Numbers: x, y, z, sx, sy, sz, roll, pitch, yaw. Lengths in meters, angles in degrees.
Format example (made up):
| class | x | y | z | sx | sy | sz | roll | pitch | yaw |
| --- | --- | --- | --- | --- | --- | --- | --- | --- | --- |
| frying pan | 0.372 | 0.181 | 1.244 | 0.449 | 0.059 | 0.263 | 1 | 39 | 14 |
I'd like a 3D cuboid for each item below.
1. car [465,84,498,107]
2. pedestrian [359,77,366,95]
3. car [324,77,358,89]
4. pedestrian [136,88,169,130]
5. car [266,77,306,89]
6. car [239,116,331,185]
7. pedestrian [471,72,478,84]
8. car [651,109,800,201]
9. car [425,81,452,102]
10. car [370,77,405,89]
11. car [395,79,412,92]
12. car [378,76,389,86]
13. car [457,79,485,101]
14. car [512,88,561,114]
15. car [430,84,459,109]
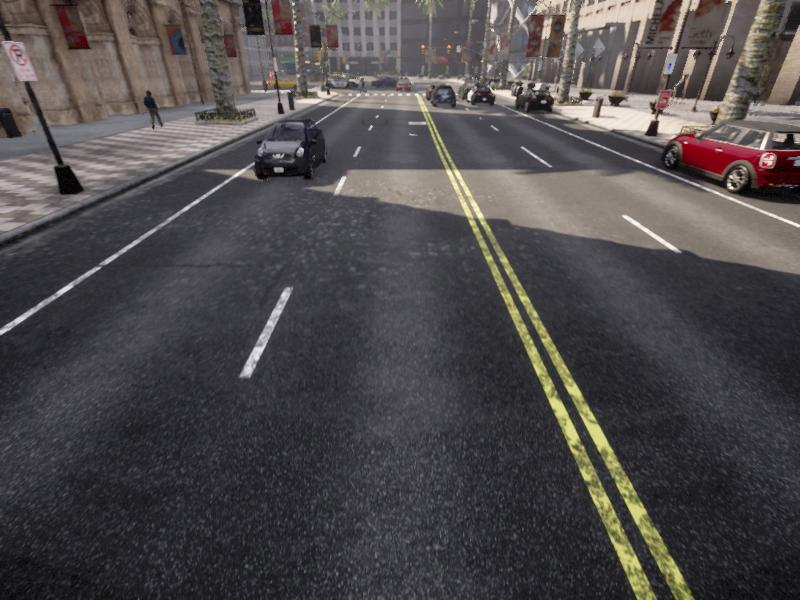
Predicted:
| class | x | y | z | sx | sy | sz | roll | pitch | yaw |
| --- | --- | --- | --- | --- | --- | --- | --- | --- | --- |
| car | 7.281 | -18.597 | 36.274 | 2.038 | 1.542 | 4.974 | 0 | 30 | 0 |
| pedestrian | -4.516 | -25.681 | 48.001 | 0.751 | 1.860 | 0.751 | -5 | 31 | -8 |
| car | -8.868 | -32.888 | 60.693 | 4.974 | 1.542 | 2.038 | -2 | 30 | -4 |
| pedestrian | -12.674 | -9.795 | 20.541 | 0.751 | 1.860 | 0.751 | 0 | 30 | 0 |
| car | -17.095 | -32.739 | 60.383 | 5.366 | 1.575 | 1.801 | 0 | 30 | 0 |
| car | -3.486 | -4.942 | 12.929 | 1.845 | 1.501 | 3.633 | 0 | 30 | 0 |
| pedestrian | 13.656 | -40.492 | 73.028 | 0.751 | 1.860 | 0.751 | -19 | 35 | -29 |
| car | 10.098 | -4.501 | 11.926 | 2.185 | 1.767 | 4.553 | 0 | 30 | 0 |
| car | 3.835 | -21.246 | 40.662 | 2.242 | 1.667 | 4.611 | 0 | 30 | 0 |
| car | -1.965 | -34.667 | 63.873 | 5.357 | 1.411 | 2.033 | -20 | 36 | -30 |
| car | 0.508 | -29.495 | 54.948 | 2.163 | 1.488 | 4.792 | 0 | 30 | 0 |
| car | -2.846 | -38.073 | 69.560 | 1.845 | 1.501 | 3.633 | 0 | 30 | 0 |
| car | 7.346 | -21.877 | 41.619 | 2.097 | 1.767 | 4.553 | 0 | 30 | 1 |
| car | 10.404 | -15.456 | 30.959 | 2.163 | 1.488 | 4.792 | 0 | 30 | 0 |
| car | 3.761 | -17.777 | 34.774 | 2.033 | 1.649 | 4.856 | 0 | 30 | 1 |
